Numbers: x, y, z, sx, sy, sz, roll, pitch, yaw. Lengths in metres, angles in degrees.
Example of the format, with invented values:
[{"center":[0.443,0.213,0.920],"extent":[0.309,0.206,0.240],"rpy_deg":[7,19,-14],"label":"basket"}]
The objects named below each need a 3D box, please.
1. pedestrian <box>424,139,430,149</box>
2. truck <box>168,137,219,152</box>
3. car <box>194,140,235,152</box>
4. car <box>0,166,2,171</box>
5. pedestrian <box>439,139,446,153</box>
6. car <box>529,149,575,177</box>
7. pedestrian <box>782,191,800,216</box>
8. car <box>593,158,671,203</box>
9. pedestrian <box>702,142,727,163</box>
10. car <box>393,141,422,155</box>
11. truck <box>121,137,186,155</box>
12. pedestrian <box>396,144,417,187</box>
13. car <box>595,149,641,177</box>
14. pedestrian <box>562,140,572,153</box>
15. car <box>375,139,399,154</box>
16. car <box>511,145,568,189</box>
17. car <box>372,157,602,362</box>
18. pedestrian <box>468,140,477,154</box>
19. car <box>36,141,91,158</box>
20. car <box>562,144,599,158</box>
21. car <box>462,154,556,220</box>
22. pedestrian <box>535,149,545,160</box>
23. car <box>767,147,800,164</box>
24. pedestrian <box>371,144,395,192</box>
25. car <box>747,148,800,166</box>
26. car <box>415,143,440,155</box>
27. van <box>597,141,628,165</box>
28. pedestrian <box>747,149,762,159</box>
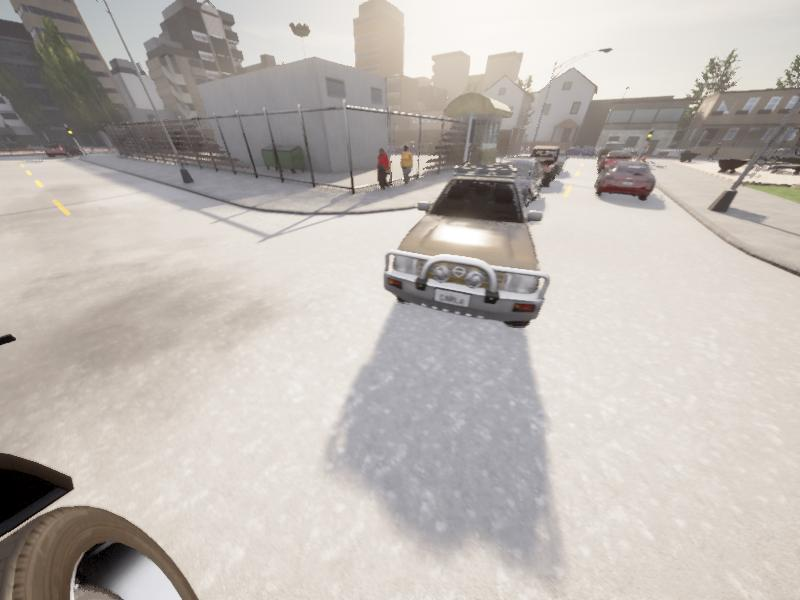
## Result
[{"center":[5.988,-34.429,51.010],"extent":[0.751,1.860,0.751],"rpy_deg":[-24,42,-30],"label":"pedestrian"},{"center":[-37.444,-28.440,42.145],"extent":[2.390,2.098,6.274],"rpy_deg":[22,40,28],"label":"truck"},{"center":[-33.220,-27.714,41.549],"extent":[1.930,1.638,5.238],"rpy_deg":[22,41,28],"label":"car"},{"center":[-32.990,-10.873,17.785],"extent":[4.193,1.474,1.816],"rpy_deg":[22,41,28],"label":"car"},{"center":[7.282,-26.647,39.972],"extent":[0.751,1.860,0.751],"rpy_deg":[27,43,32],"label":"pedestrian"},{"center":[11.933,-10.813,18.058],"extent":[2.128,1.511,4.902],"rpy_deg":[22,41,28],"label":"car"},{"center":[14.094,-3.736,7.504],"extent":[0.751,1.860,0.751],"rpy_deg":[22,41,28],"label":"pedestrian"},{"center":[11.157,-6.077,11.450],"extent":[1.994,1.385,4.181],"rpy_deg":[22,41,28],"label":"car"},{"center":[34.075,-15.967,25.027],"extent":[0.751,1.860,0.751],"rpy_deg":[-22,41,-28],"label":"pedestrian"},{"center":[1.239,-23.869,36.250],"extent":[2.242,1.667,4.611],"rpy_deg":[22,41,28],"label":"car"},{"center":[-37.923,-24.000,35.838],"extent":[2.390,2.098,6.274],"rpy_deg":[22,41,28],"label":"truck"},{"center":[0.334,-6.946,11.925],"extent":[0.751,1.860,0.751],"rpy_deg":[24,42,30],"label":"pedestrian"},{"center":[17.056,-10.977,18.323],"extent":[2.007,1.525,4.514],"rpy_deg":[22,41,28],"label":"car"},{"center":[29.687,-27.313,41.112],"extent":[0.751,1.860,0.751],"rpy_deg":[22,41,28],"label":"pedestrian"},{"center":[-2.131,-25.505,38.361],"extent":[1.905,1.878,3.866],"rpy_deg":[22,41,28],"label":"car"},{"center":[8.343,-8.031,13.747],"extent":[1.905,1.878,3.866],"rpy_deg":[22,41,28],"label":"car"},{"center":[1.406,-1.430,4.326],"extent":[1.932,1.855,4.605],"rpy_deg":[12,37,16],"label":"car"},{"center":[11.748,-24.737,37.302],"extent":[0.751,1.860,0.751],"rpy_deg":[-30,45,-35],"label":"pedestrian"},{"center":[-41.855,-18.829,28.889],"extent":[1.851,1.617,3.988],"rpy_deg":[-12,37,-17],"label":"car"},{"center":[27.042,-22.455,34.750],"extent":[1.816,1.474,4.193],"rpy_deg":[-5,35,-7],"label":"car"},{"center":[4.565,-4.821,9.385],"extent":[2.033,1.649,4.856],"rpy_deg":[22,41,28],"label":"car"},{"center":[16.998,-17.737,28.068],"extent":[0.500,1.100,0.500],"rpy_deg":[-16,38,-22],"label":"pedestrian"},{"center":[46.454,-16.132,25.850],"extent":[5.366,1.575,1.801],"rpy_deg":[21,40,27],"label":"car"},{"center":[-0.757,-6.142,10.774],"extent":[0.751,1.860,0.751],"rpy_deg":[24,42,30],"label":"pedestrian"},{"center":[41.641,-15.180,24.542],"extent":[4.792,1.488,2.163],"rpy_deg":[22,41,28],"label":"car"},{"center":[4.260,-23.102,35.305],"extent":[1.816,1.474,4.193],"rpy_deg":[22,41,28],"label":"car"},{"center":[23.217,-16.212,25.411],"extent":[1.775,1.987,4.442],"rpy_deg":[22,41,28],"label":"van"},{"center":[47.442,-19.578,30.944],"extent":[0.500,1.100,0.500],"rpy_deg":[21,40,27],"label":"pedestrian"}]
